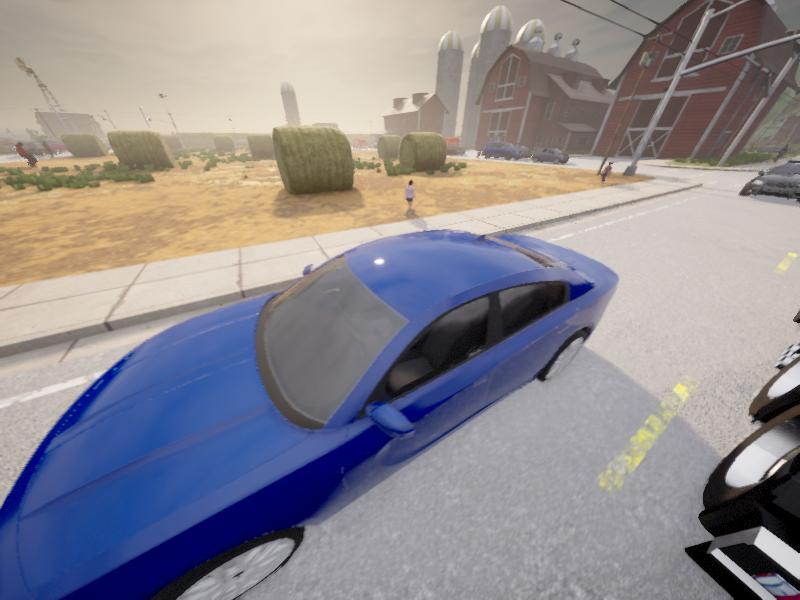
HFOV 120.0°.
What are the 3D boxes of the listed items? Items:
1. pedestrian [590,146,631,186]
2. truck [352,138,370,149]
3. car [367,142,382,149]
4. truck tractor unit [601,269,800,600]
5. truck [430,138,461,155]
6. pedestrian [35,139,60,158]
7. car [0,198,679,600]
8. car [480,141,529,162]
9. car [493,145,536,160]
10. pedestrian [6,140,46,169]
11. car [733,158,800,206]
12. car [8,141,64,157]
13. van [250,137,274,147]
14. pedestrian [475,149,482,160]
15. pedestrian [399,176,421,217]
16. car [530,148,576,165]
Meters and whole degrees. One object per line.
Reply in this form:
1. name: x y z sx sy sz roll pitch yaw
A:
1. pedestrian: 11.452 -7.325 12.651 0.751 1.860 0.751 -13 37 -18
2. truck: -10.854 -43.498 64.181 2.627 2.467 5.204 -19 39 -25
3. car: -7.175 -43.507 64.997 2.038 1.542 4.974 -19 39 -25
4. truck tractor unit: 5.115 -0.297 0.767 6.516 4.208 3.053 -18 39 -24
5. truck: 8.435 -29.040 43.477 2.627 2.467 5.204 -19 40 -24
6. pedestrian: -41.960 -17.999 27.523 0.751 1.860 0.751 -23 41 -29
7. car: 0.074 0.231 2.321 5.008 1.535 1.882 -18 39 -24
8. car: 13.770 -19.912 30.866 2.150 2.045 5.566 -19 39 -25
9. car: 16.247 -21.246 33.177 2.152 1.651 5.027 -19 39 -25
10. pedestrian: -29.579 -11.523 18.320 0.751 1.860 0.751 -28 44 -34
11. car: 18.865 -5.814 11.160 4.974 1.542 2.038 -19 39 -25
12. car: -50.952 -21.268 32.515 2.097 1.767 4.553 -16 38 -22
13. van: -43.706 -50.060 73.299 5.915 2.561 1.988 -18 39 -25
14. pedestrian: 9.642 -17.754 28.258 0.500 1.100 0.500 24 41 30
15. pedestrian: 0.318 -3.408 7.606 0.500 1.100 0.500 25 42 31
16. car: 17.260 -16.371 26.255 1.845 1.501 3.633 -19 39 -25
